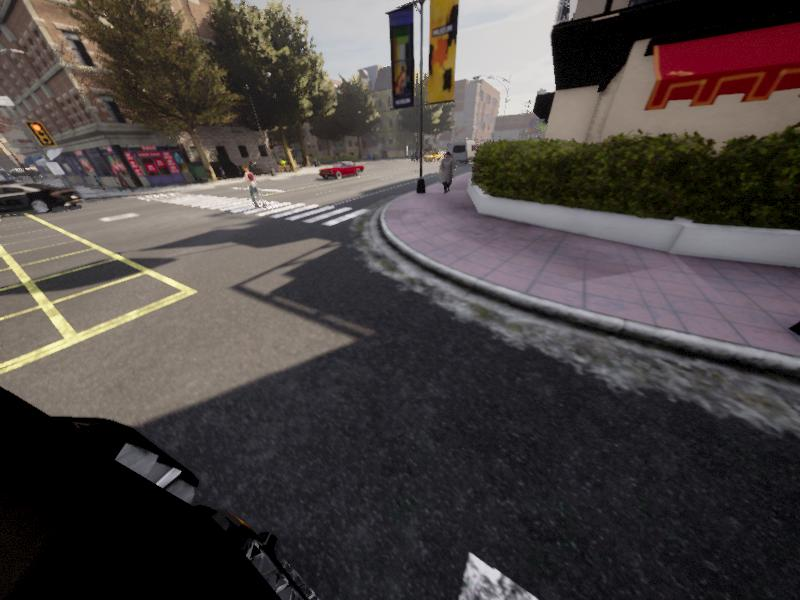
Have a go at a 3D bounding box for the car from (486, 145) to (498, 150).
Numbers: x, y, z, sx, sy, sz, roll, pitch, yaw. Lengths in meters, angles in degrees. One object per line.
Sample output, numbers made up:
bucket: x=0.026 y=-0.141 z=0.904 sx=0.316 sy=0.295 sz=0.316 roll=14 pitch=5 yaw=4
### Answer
car: x=35.747 y=-59.383 z=89.688 sx=3.806 sy=1.475 sz=1.970 roll=16 pitch=38 yaw=26

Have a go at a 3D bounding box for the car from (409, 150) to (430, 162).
car: x=3.629 y=-25.862 z=41.466 sx=1.837 sy=1.490 sz=4.892 roll=15 pitch=38 yaw=26

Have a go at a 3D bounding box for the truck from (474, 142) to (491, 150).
truck: x=31.400 y=-58.824 z=88.213 sx=5.204 sy=2.467 sz=2.627 roll=16 pitch=38 yaw=26

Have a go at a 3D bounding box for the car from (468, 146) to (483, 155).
car: x=18.854 y=-37.321 z=57.624 sx=2.128 sy=1.511 sz=4.902 roll=15 pitch=38 yaw=26

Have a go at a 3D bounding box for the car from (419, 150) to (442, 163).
car: x=5.012 y=-23.393 z=37.543 sx=1.801 sy=1.575 sz=5.366 roll=15 pitch=38 yaw=26

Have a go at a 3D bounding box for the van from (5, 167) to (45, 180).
van: x=-87.659 y=-29.656 z=54.073 sx=2.069 sy=2.038 sz=4.480 roll=17 pitch=39 yaw=27

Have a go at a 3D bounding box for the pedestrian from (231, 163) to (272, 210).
pedestrian: x=-6.908 y=-5.303 z=10.837 sx=0.751 sy=1.860 sz=0.751 roll=14 pitch=37 yaw=24

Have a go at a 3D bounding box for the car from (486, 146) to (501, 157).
car: x=18.200 y=-28.852 z=44.834 sx=1.816 sy=1.474 sz=4.193 roll=15 pitch=38 yaw=26

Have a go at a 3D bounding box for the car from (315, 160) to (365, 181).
car: x=-5.598 y=-12.550 z=22.251 sx=1.895 sy=1.301 sz=4.718 roll=15 pitch=38 yaw=26

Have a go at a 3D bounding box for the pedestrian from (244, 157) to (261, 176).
pedestrian: x=-17.003 y=-15.399 z=26.649 sx=0.751 sy=1.860 sz=0.751 roll=12 pitch=36 yaw=21

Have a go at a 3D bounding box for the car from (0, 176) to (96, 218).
car: x=-21.634 y=-5.727 z=12.908 sx=5.238 sy=1.638 sz=1.930 roll=-11 pitch=35 yaw=-13

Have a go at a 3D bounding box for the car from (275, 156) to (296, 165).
car: x=-26.124 y=-31.765 z=52.699 sx=3.988 sy=1.617 sz=1.851 roll=16 pitch=38 yaw=26

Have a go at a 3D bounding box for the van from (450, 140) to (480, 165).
van: x=8.823 y=-19.839 z=30.989 sx=1.988 sy=2.561 sz=5.915 roll=15 pitch=38 yaw=26

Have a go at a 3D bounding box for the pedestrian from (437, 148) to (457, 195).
pedestrian: x=2.219 y=-6.075 z=10.992 sx=0.751 sy=1.860 sz=0.751 roll=6 pitch=35 yaw=14

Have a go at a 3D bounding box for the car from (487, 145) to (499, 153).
car: x=23.418 y=-38.055 z=58.289 sx=1.851 sy=1.617 sz=3.988 roll=15 pitch=38 yaw=26

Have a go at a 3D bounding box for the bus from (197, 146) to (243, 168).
bus: x=-45.449 y=-36.093 z=58.404 sx=10.273 sy=4.253 sz=3.944 roll=16 pitch=38 yaw=26

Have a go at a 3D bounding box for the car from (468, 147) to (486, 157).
car: x=15.846 y=-30.406 z=47.328 sx=2.038 sy=1.542 sz=4.974 roll=15 pitch=38 yaw=26

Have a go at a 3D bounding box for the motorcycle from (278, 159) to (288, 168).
motorcycle: x=-20.631 y=-24.125 z=40.824 sx=0.803 sy=1.145 sz=2.033 roll=6 pitch=33 yaw=-4

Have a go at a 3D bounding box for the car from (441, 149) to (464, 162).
car: x=8.347 y=-22.817 z=36.478 sx=1.837 sy=1.490 sz=4.892 roll=15 pitch=37 yaw=26

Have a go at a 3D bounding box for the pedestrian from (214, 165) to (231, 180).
pedestrian: x=-18.555 y=-13.349 z=24.181 sx=0.751 sy=1.300 sz=0.751 roll=11 pitch=36 yaw=20

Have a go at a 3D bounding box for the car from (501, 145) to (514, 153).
car: x=26.411 y=-37.110 z=56.741 sx=1.970 sy=1.475 sz=3.806 roll=15 pitch=38 yaw=26

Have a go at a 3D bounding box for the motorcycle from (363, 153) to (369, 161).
motorcycle: x=-7.264 y=-30.464 z=49.266 sx=0.764 sy=1.277 sz=2.356 roll=-11 pitch=33 yaw=7

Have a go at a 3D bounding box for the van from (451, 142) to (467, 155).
van: x=14.688 y=-37.528 z=57.240 sx=1.988 sy=2.561 sz=5.915 roll=15 pitch=38 yaw=26

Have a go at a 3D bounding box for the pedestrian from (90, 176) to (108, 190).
pedestrian: x=-27.592 y=-10.757 z=21.170 sx=0.500 sy=1.100 sz=0.500 roll=15 pitch=37 yaw=25
